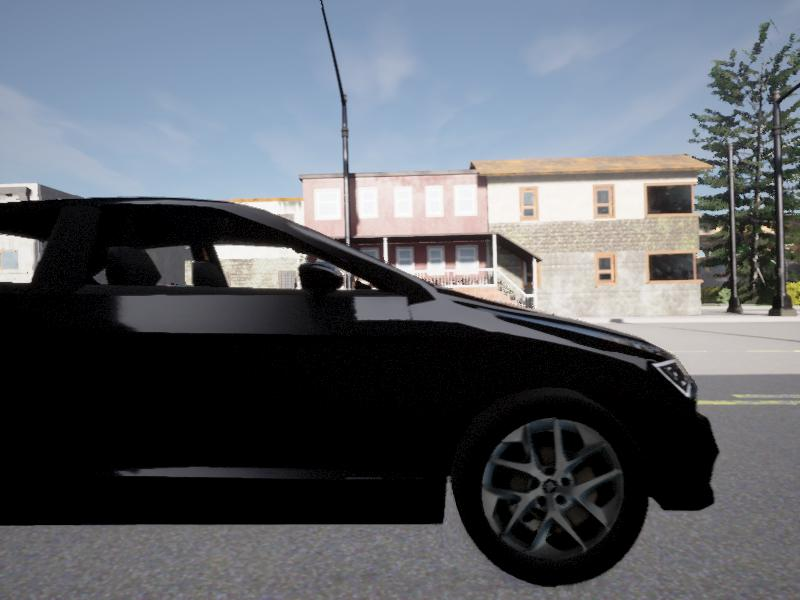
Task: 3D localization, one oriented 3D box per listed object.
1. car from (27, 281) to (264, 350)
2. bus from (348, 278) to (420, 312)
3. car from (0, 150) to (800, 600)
[{"bbox_3d":[-5.555,0.322,9.195,4.181,1.385,1.994,0,0,0],"label":"car"},{"bbox_3d":[-2.422,-0.525,54.502,3.944,4.253,10.273,-2,0,-43],"label":"bus"},{"bbox_3d":[-0.791,0.254,2.201,4.193,1.474,1.816,0,0,0],"label":"car"}]
